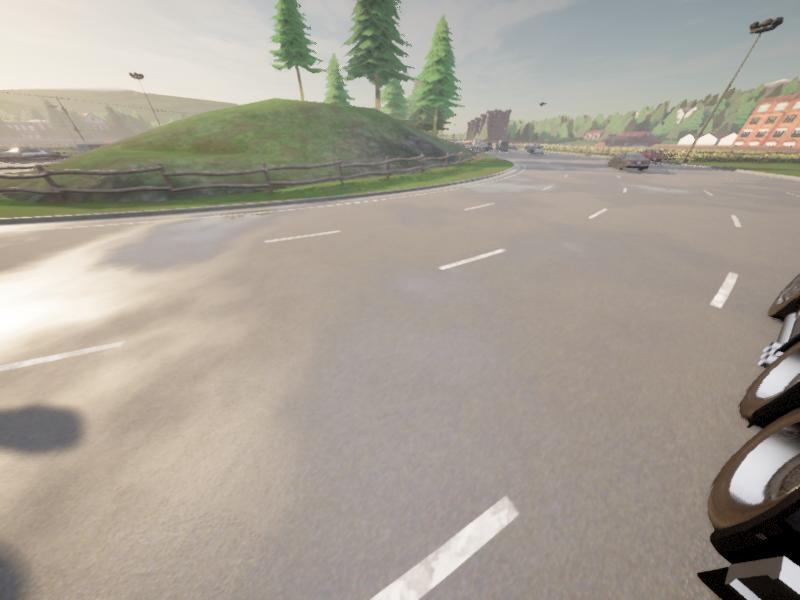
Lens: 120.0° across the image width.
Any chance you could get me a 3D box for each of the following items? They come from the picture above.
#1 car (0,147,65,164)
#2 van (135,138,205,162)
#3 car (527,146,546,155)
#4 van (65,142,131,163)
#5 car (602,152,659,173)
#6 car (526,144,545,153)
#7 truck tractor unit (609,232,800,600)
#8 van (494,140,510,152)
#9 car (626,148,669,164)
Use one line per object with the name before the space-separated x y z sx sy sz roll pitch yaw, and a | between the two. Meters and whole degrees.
car | -45.297 -17.547 27.901 2.038 1.542 4.974 4 34 6
van | -30.637 -20.324 31.194 2.351 2.431 6.366 4 35 6
car | 27.289 -29.978 46.258 1.845 1.501 3.633 5 35 6
van | -38.001 -18.779 29.307 1.775 1.987 4.442 4 35 6
car | 22.003 -13.428 22.377 2.033 1.411 5.357 12 36 16
car | 32.262 -36.072 54.989 2.242 1.667 4.611 5 35 6
truck tractor unit | 5.052 -0.355 0.866 6.516 4.208 3.053 -20 40 -27
van | 25.834 -39.096 58.532 1.988 2.561 5.915 5 35 6
car | 31.399 -18.374 29.468 1.845 1.501 3.633 6 35 8
